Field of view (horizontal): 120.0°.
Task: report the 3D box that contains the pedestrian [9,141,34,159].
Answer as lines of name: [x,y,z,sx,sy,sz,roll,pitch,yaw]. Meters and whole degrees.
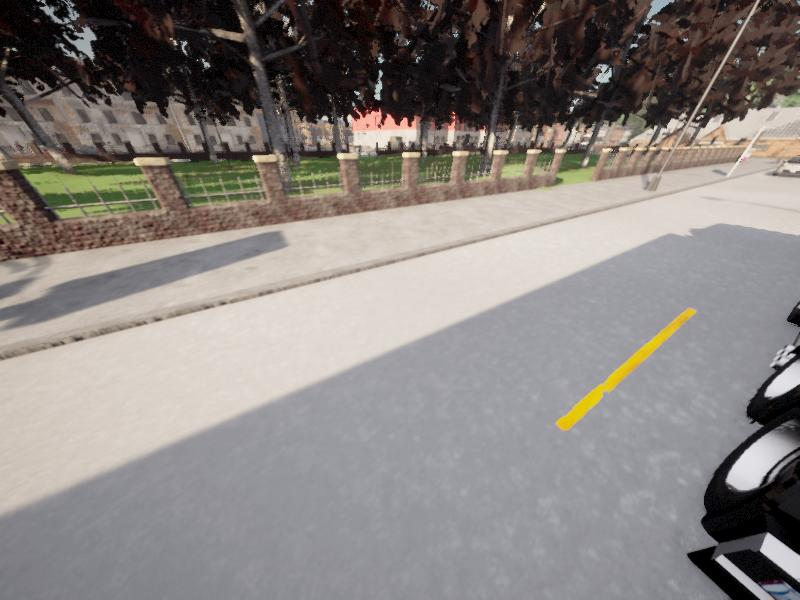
pedestrian: [-46.865,-18.597,28.643,0.751,1.860,0.751,25,42,31]

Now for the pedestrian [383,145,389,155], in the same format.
pedestrian: [-2.361,-26.150,40.263,0.751,1.300,0.751,-18,39,-25]

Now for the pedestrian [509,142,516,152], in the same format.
pedestrian: [26.243,-35.786,53.927,0.751,1.860,0.751,-19,39,-25]

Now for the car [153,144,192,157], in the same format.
car: [-33.109,-21.839,33.778,3.633,1.501,1.845,-18,39,-25]

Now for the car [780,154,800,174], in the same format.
car: [37.808,-12.563,21.253,5.357,1.411,2.033,-19,39,-25]

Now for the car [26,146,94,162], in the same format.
car: [-39.378,-17.093,26.931,3.806,1.475,1.970,-18,39,-25]

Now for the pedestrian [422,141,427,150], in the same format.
pedestrian: [5.950,-37.609,56.346,0.751,1.860,0.751,-19,39,-26]

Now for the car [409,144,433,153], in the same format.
car: [4.374,-31.530,48.099,4.514,1.525,2.007,-18,39,-25]

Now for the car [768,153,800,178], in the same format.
car: [31.957,-10.771,18.497,3.633,1.501,1.845,-19,39,-26]

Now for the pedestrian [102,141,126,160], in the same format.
pedestrian: [-32.714,-17.076,26.412,0.751,1.860,0.751,-11,36,-16]

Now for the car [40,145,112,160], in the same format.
car: [-41.386,-19.102,29.772,4.902,1.511,2.128,-18,39,-25]

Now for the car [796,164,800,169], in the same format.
car: [44.226,-14.663,24.176,5.366,1.575,1.801,-18,39,-24]

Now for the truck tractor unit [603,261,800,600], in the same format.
truck tractor unit: [5.107,-0.303,0.796,6.516,4.208,3.053,-18,39,-24]
